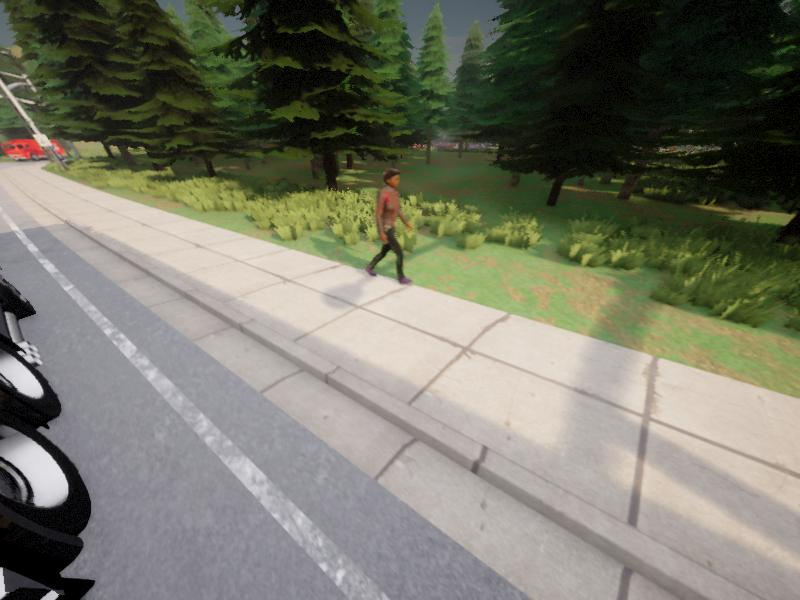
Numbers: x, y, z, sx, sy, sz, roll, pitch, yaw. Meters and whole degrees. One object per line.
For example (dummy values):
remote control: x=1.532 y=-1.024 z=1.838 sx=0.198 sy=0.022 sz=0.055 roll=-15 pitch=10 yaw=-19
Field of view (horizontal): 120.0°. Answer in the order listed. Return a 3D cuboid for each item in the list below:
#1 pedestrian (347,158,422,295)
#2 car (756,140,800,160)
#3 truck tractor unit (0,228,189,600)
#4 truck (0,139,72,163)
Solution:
pedestrian: x=-0.181 y=-1.124 z=3.664 sx=0.751 sy=1.860 sz=0.751 roll=14 pitch=38 yaw=20
car: x=47.342 y=-18.470 z=28.339 sx=1.905 sy=1.878 sz=3.866 roll=13 pitch=38 yaw=18
truck tractor unit: x=-5.049 y=-0.359 z=0.864 sx=6.516 sy=4.208 sz=3.053 roll=21 pitch=40 yaw=27
truck: x=-50.113 y=-20.491 z=31.659 sx=2.627 sy=2.467 sz=5.204 roll=-4 pitch=35 yaw=-5
